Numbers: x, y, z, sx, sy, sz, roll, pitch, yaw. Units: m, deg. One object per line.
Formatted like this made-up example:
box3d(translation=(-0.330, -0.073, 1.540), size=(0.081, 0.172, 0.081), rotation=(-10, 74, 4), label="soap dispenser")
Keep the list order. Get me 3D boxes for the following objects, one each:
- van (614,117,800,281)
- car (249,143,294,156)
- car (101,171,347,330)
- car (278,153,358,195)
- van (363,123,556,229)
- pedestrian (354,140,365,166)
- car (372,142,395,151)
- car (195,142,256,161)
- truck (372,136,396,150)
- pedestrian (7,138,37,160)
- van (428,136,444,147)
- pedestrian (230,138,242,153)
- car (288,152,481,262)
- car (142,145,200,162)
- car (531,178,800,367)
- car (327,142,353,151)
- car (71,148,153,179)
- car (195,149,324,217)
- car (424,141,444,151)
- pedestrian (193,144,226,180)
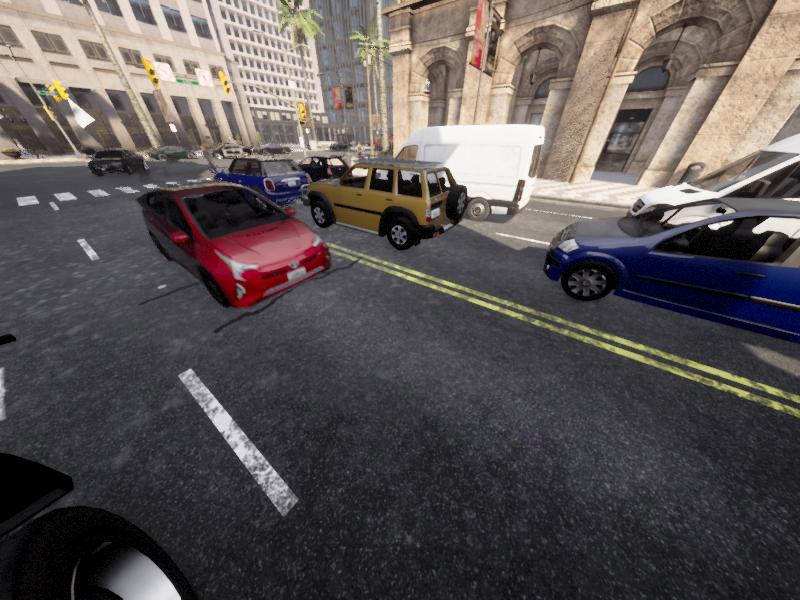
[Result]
box3d(translation=(8.506, -1.848, 4.395), size=(5.915, 2.561, 1.988), rotation=(22, 41, 28), label="van")
box3d(translation=(-19.120, -22.569, 34.614), size=(2.033, 1.411, 5.357), rotation=(22, 41, 28), label="car")
box3d(translation=(-3.479, -1.427, 4.591), size=(4.514, 1.525, 2.007), rotation=(23, 41, 28), label="car")
box3d(translation=(-4.216, -6.632, 11.973), size=(3.633, 1.501, 1.845), rotation=(23, 41, 28), label="car")
box3d(translation=(1.654, -4.658, 8.337), size=(5.915, 2.561, 1.988), rotation=(22, 41, 28), label="van")
box3d(translation=(-3.512, -12.834, 20.190), size=(0.751, 1.860, 0.751), rotation=(-5, 36, -7), label="pedestrian")
box3d(translation=(-3.286, -31.890, 47.882), size=(2.163, 1.488, 4.792), rotation=(22, 41, 28), label="car")
box3d(translation=(-20.727, -17.894, 27.750), size=(1.930, 1.638, 5.238), rotation=(22, 41, 28), label="car")
box3d(translation=(-3.463, -35.622, 52.316), size=(2.627, 2.467, 5.204), rotation=(23, 41, 28), label="truck")
box3d(translation=(-38.964, -15.577, 23.838), size=(0.751, 1.860, 0.751), rotation=(19, 39, 25), label="pedestrian")
box3d(translation=(10.816, -47.366, 68.994), size=(1.988, 2.561, 5.915), rotation=(22, 41, 28), label="van")
box3d(translation=(-24.930, -23.475, 35.148), size=(0.751, 1.860, 0.751), rotation=(-8, 36, -11), label="pedestrian")
box3d(translation=(-0.575, -2.830, 6.299), size=(4.605, 1.855, 1.932), rotation=(22, 41, 28), label="car")
box3d(translation=(-26.163, -16.876, 26.506), size=(1.994, 1.385, 4.181), rotation=(22, 41, 28), label="car")
box3d(translation=(4.548, -0.620, 3.432), size=(3.988, 1.617, 1.851), rotation=(22, 41, 28), label="car")
box3d(translation=(-12.209, -31.345, 47.049), size=(2.163, 1.488, 4.792), rotation=(22, 41, 28), label="car")
box3d(translation=(-20.141, -9.879, 16.503), size=(1.837, 1.490, 4.892), rotation=(-16, 39, -20), label="car")
box3d(translation=(-5.533, -4.809, 9.147), size=(4.553, 1.767, 2.097), rotation=(22, 41, 28), label="car")
box3d(translation=(7.514, -33.654, 50.422), size=(2.038, 1.542, 4.974), rotation=(22, 41, 28), label="car")
box3d(translation=(-11.875, -8.638, 14.439), size=(0.751, 1.860, 0.751), rotation=(23, 41, 28), label="pedestrian")
